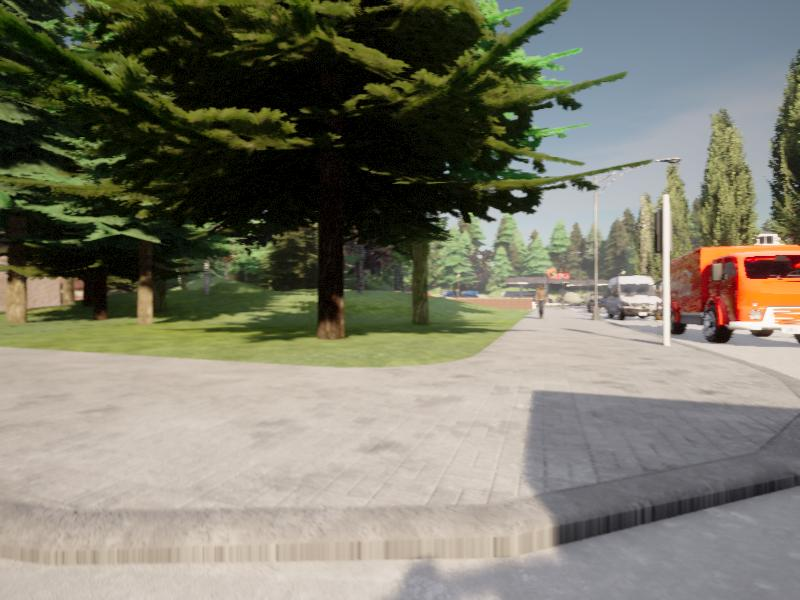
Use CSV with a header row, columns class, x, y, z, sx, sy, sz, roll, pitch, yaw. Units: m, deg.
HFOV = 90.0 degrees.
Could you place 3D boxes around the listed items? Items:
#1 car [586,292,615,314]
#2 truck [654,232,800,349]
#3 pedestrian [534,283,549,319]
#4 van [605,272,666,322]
class,x,y,z,sx,sy,sz,roll,pitch,yaw
car,18.304,0.288,36.653,1.905,1.878,3.866,0,-1,20
truck,9.130,-0.151,10.903,2.627,2.467,5.204,0,-1,20
pedestrian,7.410,0.072,20.981,0.751,1.860,0.751,0,0,18
van,13.634,-0.118,23.575,1.988,2.561,5.915,0,-1,20
